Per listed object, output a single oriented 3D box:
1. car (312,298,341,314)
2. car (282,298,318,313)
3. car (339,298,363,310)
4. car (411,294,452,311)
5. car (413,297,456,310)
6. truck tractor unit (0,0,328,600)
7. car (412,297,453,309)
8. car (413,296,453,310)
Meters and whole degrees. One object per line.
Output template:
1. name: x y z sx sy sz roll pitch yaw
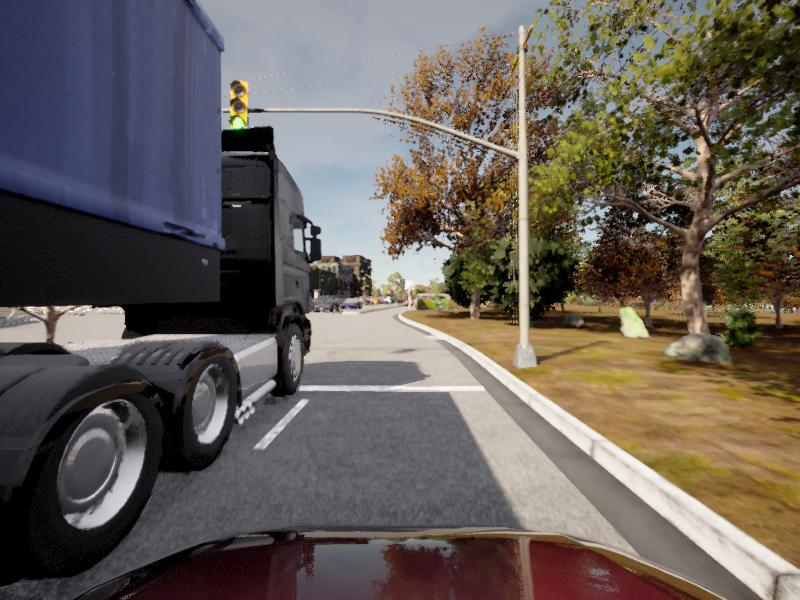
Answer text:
1. car: -7.315 0.569 40.104 1.816 1.474 4.193 0 0 4
2. car: -10.243 0.556 41.322 2.128 1.511 4.902 0 0 5
3. car: -6.283 0.536 51.924 2.163 1.488 4.792 0 0 6
4. car: 3.730 0.272 47.300 4.442 1.987 1.878 1 0 -15
5. car: 4.588 0.481 53.272 5.366 1.575 1.946 1 0 -14
6. truck tractor unit: -2.996 -0.517 4.813 3.053 4.208 6.516 0 0 0
7. car: 4.540 0.470 56.123 5.366 1.575 1.946 1 1 -14
8. car: 4.083 0.365 50.273 4.553 1.767 2.185 1 0 -14
